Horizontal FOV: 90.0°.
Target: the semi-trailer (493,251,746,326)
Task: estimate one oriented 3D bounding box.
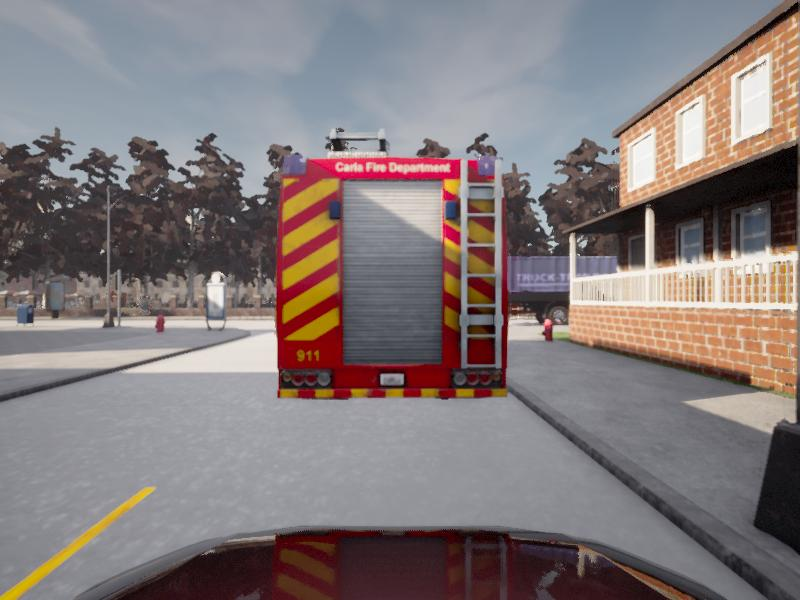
[{"bbox_3d":[13.157,-0.666,24.729,14.254,4.402,2.717,0,0,-1],"label":"semi-trailer"}]

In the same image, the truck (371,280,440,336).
[{"bbox_3d":[0.484,0.330,20.544,2.627,2.467,5.204,0,1,11],"label":"truck"}]

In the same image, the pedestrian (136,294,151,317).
[{"bbox_3d":[-21.479,0.471,33.482,0.751,1.860,0.751,0,0,-1],"label":"pedestrian"}]

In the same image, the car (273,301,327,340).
[{"bbox_3d":[-4.321,0.795,17.970,2.007,1.525,4.514,0,0,-10],"label":"car"}]

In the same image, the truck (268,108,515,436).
[{"bbox_3d":[-0.156,-0.336,8.932,2.891,3.827,8.468,0,0,-1],"label":"truck"}]
